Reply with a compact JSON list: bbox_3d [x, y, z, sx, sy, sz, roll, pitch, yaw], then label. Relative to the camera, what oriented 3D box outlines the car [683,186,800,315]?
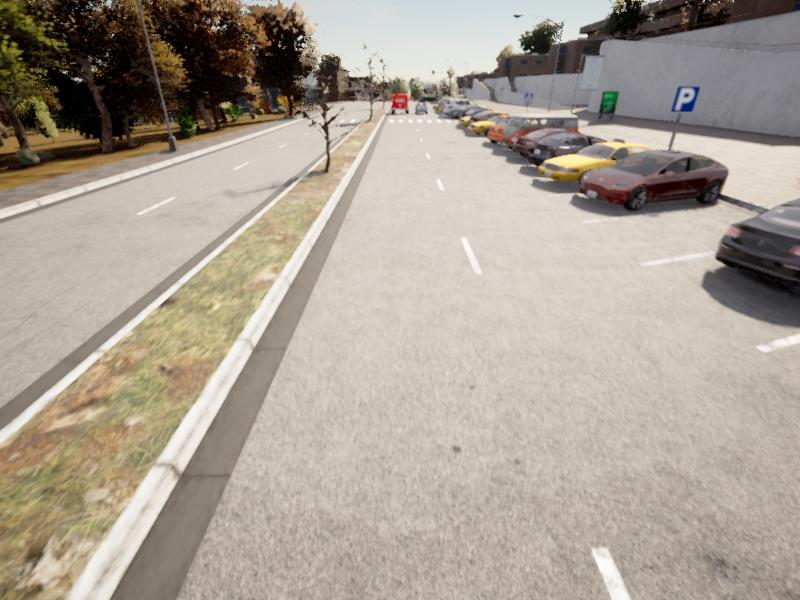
[{"bbox_3d":[8.066,-1.149,7.352,4.674,1.452,2.002,-9,29,-18],"label":"car"}]

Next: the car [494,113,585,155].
[{"bbox_3d":[7.970,-9.647,23.060,4.442,1.987,1.878,-9,30,-18],"label":"car"}]

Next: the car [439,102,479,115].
[{"bbox_3d":[8.077,-26.214,54.846,4.892,1.521,2.231,-9,29,-18],"label":"car"}]

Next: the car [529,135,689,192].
[{"bbox_3d":[7.900,-5.282,15.217,5.366,1.575,1.946,-9,29,-18],"label":"car"}]

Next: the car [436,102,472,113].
[{"bbox_3d":[8.110,-28.963,60.154,4.792,1.488,2.163,-9,29,-18],"label":"car"}]

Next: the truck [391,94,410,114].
[{"bbox_3d":[0.016,-28.449,58.012,2.627,2.467,5.204,0,28,0],"label":"truck"}]

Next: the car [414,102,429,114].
[{"bbox_3d":[3.015,-27.486,57.206,1.845,1.501,3.633,0,28,0],"label":"car"}]

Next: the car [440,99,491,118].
[{"bbox_3d":[8.112,-23.670,49.461,5.566,2.045,2.435,-9,29,-18],"label":"car"}]

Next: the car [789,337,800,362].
[{"bbox_3d":[8.100,-0.045,4.578,5.566,2.045,2.435,-9,29,-18],"label":"car"}]

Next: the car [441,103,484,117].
[{"bbox_3d":[8.088,-24.828,52.202,5.008,1.535,2.097,-9,30,-18],"label":"car"}]

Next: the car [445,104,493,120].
[{"bbox_3d":[8.091,-22.047,46.924,4.892,1.521,2.231,-9,30,-18],"label":"car"}]

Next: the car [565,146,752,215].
[{"bbox_3d":[8.043,-3.898,12.637,4.792,1.488,2.163,-9,29,-18],"label":"car"}]

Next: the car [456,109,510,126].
[{"bbox_3d":[8.074,-17.833,39.039,4.674,1.452,2.002,-9,29,-18],"label":"car"}]

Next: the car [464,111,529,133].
[{"bbox_3d":[8.103,-15.047,33.778,4.792,1.488,2.163,-9,29,-18],"label":"car"}]

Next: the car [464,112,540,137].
[{"bbox_3d":[7.903,-13.640,31.058,5.366,1.575,1.946,-9,30,-18],"label":"car"}]

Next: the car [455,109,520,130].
[{"bbox_3d":[7.905,-16.444,36.324,5.366,1.575,1.946,-9,30,-18],"label":"car"}]

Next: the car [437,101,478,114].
[{"bbox_3d":[8.258,-27.630,57.544,5.366,1.575,1.946,-9,29,-18],"label":"car"}]

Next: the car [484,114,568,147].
[{"bbox_3d":[8.048,-10.974,25.783,4.553,1.767,2.185,-9,29,-18],"label":"car"}]

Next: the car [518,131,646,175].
[{"bbox_3d":[8.099,-6.670,17.954,4.792,1.488,2.163,-9,29,-18],"label":"car"}]

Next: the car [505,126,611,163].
[{"bbox_3d":[8.068,-8.045,20.590,4.674,1.452,2.002,-9,29,-18],"label":"car"}]
